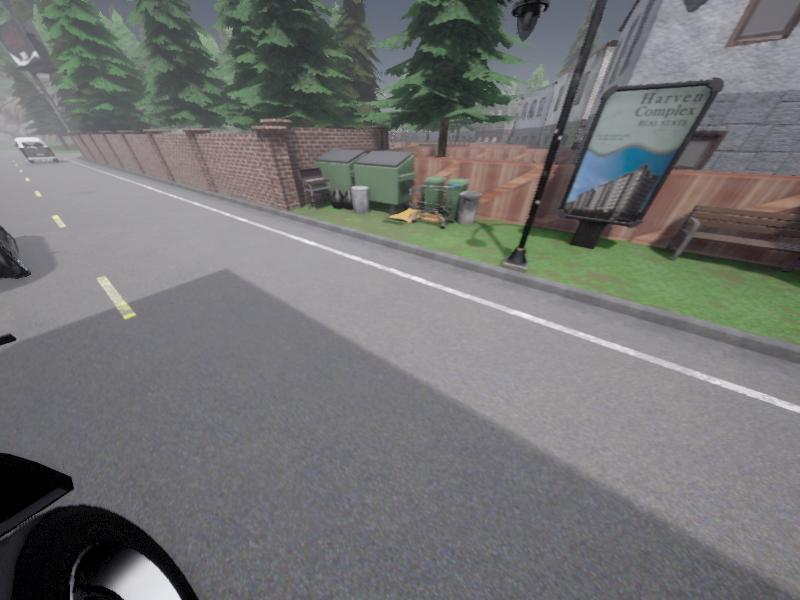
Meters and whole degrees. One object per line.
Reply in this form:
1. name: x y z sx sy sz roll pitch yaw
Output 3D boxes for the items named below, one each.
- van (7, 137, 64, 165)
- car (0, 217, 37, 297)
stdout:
1. van: -35.599 -14.625 22.571 4.480 2.038 2.069 22 41 28
2. car: -8.899 -1.025 4.096 4.181 1.385 1.994 22 41 27
